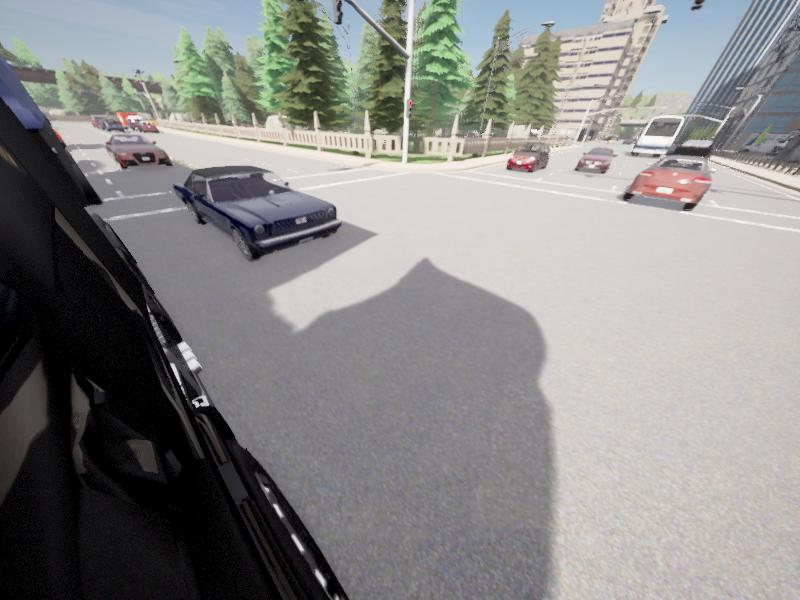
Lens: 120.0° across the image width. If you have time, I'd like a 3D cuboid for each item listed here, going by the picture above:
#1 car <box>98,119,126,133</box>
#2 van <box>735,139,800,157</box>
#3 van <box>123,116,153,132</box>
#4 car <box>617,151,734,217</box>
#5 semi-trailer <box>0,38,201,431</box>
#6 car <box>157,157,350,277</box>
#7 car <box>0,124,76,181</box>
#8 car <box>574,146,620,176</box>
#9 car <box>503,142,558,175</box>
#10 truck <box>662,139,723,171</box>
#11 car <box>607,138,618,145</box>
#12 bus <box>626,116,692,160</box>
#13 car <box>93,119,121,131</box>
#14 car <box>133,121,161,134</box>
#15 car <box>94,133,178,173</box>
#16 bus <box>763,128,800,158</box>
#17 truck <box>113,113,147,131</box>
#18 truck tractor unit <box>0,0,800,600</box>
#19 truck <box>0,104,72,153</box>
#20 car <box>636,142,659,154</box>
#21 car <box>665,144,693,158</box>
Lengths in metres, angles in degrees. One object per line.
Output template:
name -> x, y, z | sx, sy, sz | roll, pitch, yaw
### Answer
car -> -44.192, -26.778, 35.476 | 3.988, 1.617, 1.851 | 28, 44, 30
van -> 72.125, -29.953, 45.439 | 6.366, 2.431, 2.351 | 28, 44, 30
van -> -44.416, -29.817, 39.149 | 4.480, 2.038, 2.069 | 28, 44, 30
car -> 11.432, -5.094, 9.705 | 5.027, 1.651, 2.152 | -29, 47, -34
semi-trailer -> -8.699, -3.598, 4.236 | 14.254, 4.402, 2.717 | 28, 43, 30
car -> -3.512, -2.297, 5.415 | 4.718, 1.301, 1.895 | 28, 44, 30
car -> -16.661, -6.678, 10.224 | 5.238, 1.638, 1.930 | 28, 44, 30
car -> 14.610, -10.369, 17.055 | 1.812, 1.442, 4.674 | 28, 44, 30
car -> 9.105, -9.969, 16.079 | 1.851, 1.617, 3.988 | 30, 45, 32
truck -> 27.296, -13.601, 21.525 | 6.274, 2.098, 2.390 | -25, 45, -31
car -> 62.719, -46.764, 68.135 | 1.801, 1.575, 5.366 | 28, 44, 30
bus -> 34.992, -22.326, 31.781 | 3.944, 4.253, 10.273 | 28, 44, 30
car -> -49.369, -29.441, 38.910 | 5.357, 1.411, 2.033 | 28, 44, 30
car -> -39.641, -27.050, 36.202 | 3.806, 1.475, 1.970 | 28, 44, 30
car -> -13.932, -7.862, 12.182 | 4.181, 1.385, 1.994 | 28, 44, 30
bus -> 73.718, -26.987, 40.058 | 10.273, 4.253, 3.944 | 28, 44, 30
truck -> -49.719, -32.811, 42.482 | 5.204, 2.467, 2.627 | 28, 44, 30
truck tractor unit -> -2.645, -0.295, 0.351 | 6.516, 4.208, 3.053 | 28, 44, 30
truck -> -26.042, -12.000, 16.095 | 5.204, 2.467, 2.627 | 28, 44, 30
car -> 41.629, -25.713, 38.948 | 2.128, 1.511, 4.902 | 28, 44, 30
car -> 41.206, -22.143, 34.199 | 1.816, 1.474, 4.193 | 28, 44, 30
